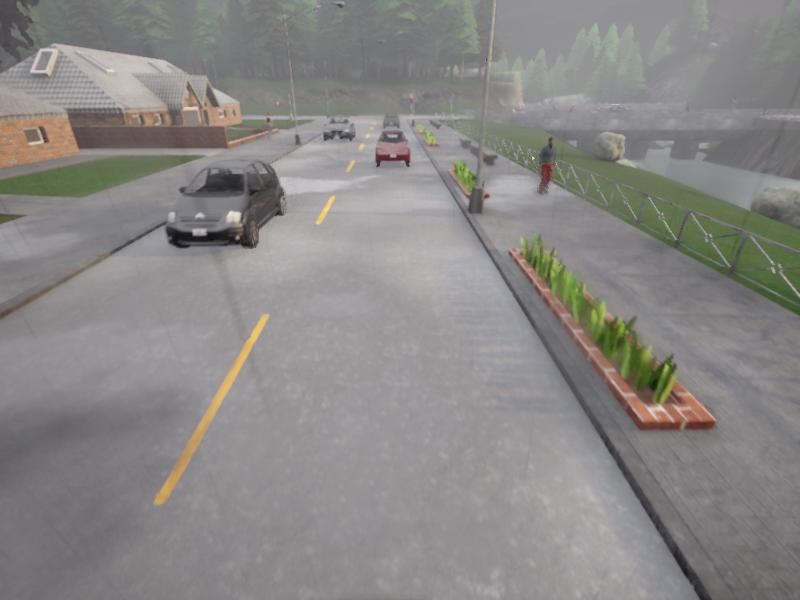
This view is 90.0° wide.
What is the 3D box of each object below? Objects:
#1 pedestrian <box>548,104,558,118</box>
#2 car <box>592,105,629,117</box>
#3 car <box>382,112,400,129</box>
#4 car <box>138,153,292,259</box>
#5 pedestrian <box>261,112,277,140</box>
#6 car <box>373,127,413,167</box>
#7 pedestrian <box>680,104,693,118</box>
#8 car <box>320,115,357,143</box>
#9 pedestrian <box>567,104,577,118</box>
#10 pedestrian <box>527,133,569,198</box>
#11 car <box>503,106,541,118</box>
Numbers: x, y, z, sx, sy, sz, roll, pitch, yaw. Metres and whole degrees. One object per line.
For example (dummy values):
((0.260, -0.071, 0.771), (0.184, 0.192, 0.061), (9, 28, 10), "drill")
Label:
((21.746, -26.859, 56.884), (0.751, 1.860, 0.751), (-6, 28, -11), "pedestrian")
((34.330, -30.865, 65.347), (4.611, 1.667, 2.242), (-1, 27, -1), "car")
((-0.902, -18.871, 41.987), (1.816, 1.474, 4.193), (0, 27, -1), "car")
((-4.118, -2.500, 9.810), (1.851, 1.617, 3.988), (-1, 27, -1), "car")
((-9.717, -12.970, 29.744), (0.751, 1.860, 0.751), (-2, 27, -4), "pedestrian")
((-0.367, -7.804, 20.272), (1.845, 1.501, 3.633), (-1, 27, -1), "car")
((41.066, -27.098, 57.330), (0.751, 1.860, 0.751), (-1, 27, -2), "pedestrian")
((-4.610, -13.235, 30.745), (2.242, 1.667, 4.611), (-1, 27, -1), "car")
((25.075, -27.625, 58.380), (0.751, 1.860, 0.751), (2, 27, 3), "pedestrian")
((4.678, -4.291, 12.744), (0.751, 1.860, 0.751), (-3, 27, -5), "pedestrian")
((18.668, -28.915, 61.490), (4.974, 1.542, 2.038), (-1, 27, -1), "car")
